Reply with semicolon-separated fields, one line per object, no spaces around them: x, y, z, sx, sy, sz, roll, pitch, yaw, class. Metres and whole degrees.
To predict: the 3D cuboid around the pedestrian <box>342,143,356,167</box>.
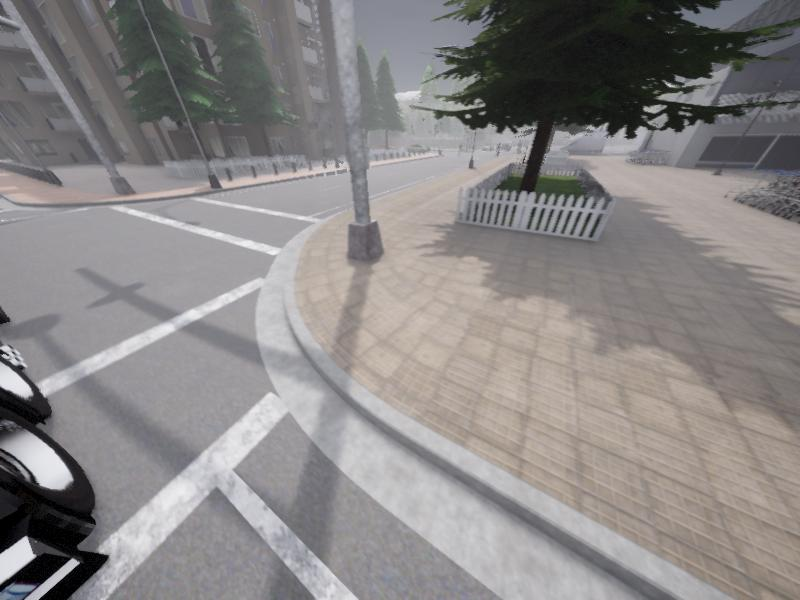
-4.749;-13.614;21.713;0.751;1.860;0.751;17;38;23;pedestrian

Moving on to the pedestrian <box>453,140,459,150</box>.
12.531;-34.668;51.717;0.751;1.860;0.751;19;39;25;pedestrian

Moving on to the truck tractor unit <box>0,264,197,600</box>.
-5.116;-0.295;0.779;6.516;4.208;3.053;18;39;24;truck tractor unit

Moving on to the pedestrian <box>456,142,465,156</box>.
9.540;-23.836;36.526;0.751;1.860;0.751;-28;43;-33;pedestrian

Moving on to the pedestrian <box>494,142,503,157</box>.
14.841;-22.721;34.864;0.751;1.860;0.751;1;35;1;pedestrian

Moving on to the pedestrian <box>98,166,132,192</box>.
-14.473;-6.161;11.750;0.500;1.100;0.500;14;37;20;pedestrian

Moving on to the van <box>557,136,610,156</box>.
29.191;-24.775;37.109;5.915;2.561;1.988;17;39;23;van

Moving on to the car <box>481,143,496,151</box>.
20.493;-35.449;53.449;2.007;1.525;4.514;17;38;23;car
